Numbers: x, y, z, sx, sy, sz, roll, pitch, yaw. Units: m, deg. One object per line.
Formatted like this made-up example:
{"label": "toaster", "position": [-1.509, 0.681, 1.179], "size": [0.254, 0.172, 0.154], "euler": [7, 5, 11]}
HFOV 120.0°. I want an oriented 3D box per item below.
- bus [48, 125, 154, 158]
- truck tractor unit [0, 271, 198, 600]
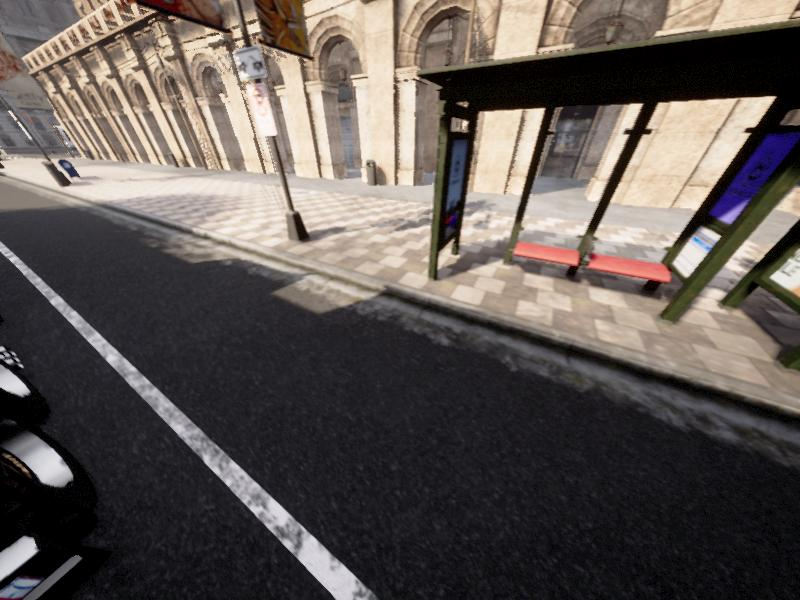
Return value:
{"label": "bus", "position": [-52.569, -28.334, 41.345], "size": [3.944, 4.253, 10.273], "euler": [18, 39, 24]}
{"label": "truck tractor unit", "position": [-5.124, -0.288, 0.761], "size": [6.516, 4.208, 3.053], "euler": [18, 39, 24]}
